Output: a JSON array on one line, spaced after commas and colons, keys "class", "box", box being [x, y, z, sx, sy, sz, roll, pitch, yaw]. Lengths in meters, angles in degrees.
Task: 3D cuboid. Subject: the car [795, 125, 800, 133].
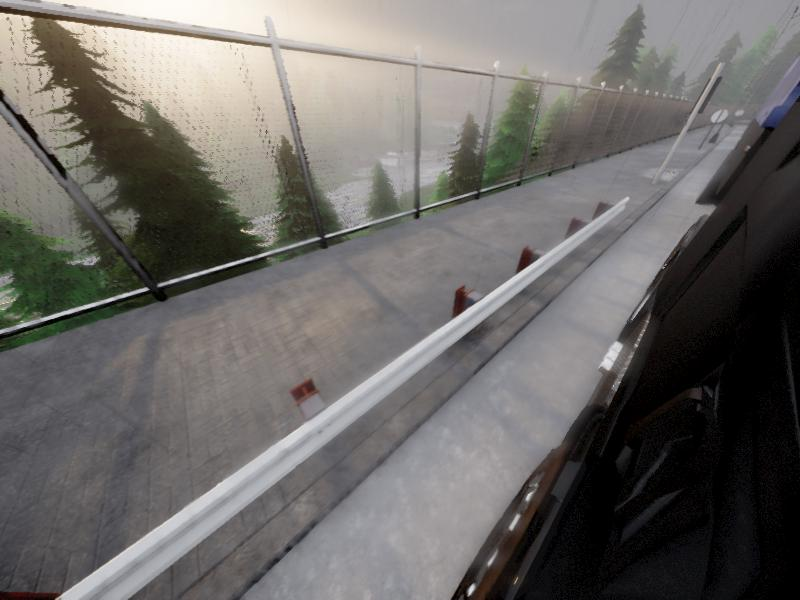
[{"class": "car", "box": [47.894, -20.137, 26.461, 4.181, 1.385, 1.994, -28, 44, -30]}]

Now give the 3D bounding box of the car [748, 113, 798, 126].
[{"class": "car", "box": [66.530, -32.226, 41.230, 5.027, 1.651, 2.152, -6, 37, -4]}]

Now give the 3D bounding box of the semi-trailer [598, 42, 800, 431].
[{"class": "semi-trailer", "box": [8.696, -3.603, 4.236, 14.254, 4.402, 2.717, -28, 44, -30]}]

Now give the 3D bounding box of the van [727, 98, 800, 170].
[{"class": "van", "box": [19.206, -8.448, 11.626, 5.915, 2.561, 1.988, -28, 44, -30]}]

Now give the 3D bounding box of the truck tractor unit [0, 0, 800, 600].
[{"class": "truck tractor unit", "box": [2.645, -0.295, 0.352, 6.516, 4.208, 3.053, -28, 44, -30]}]
